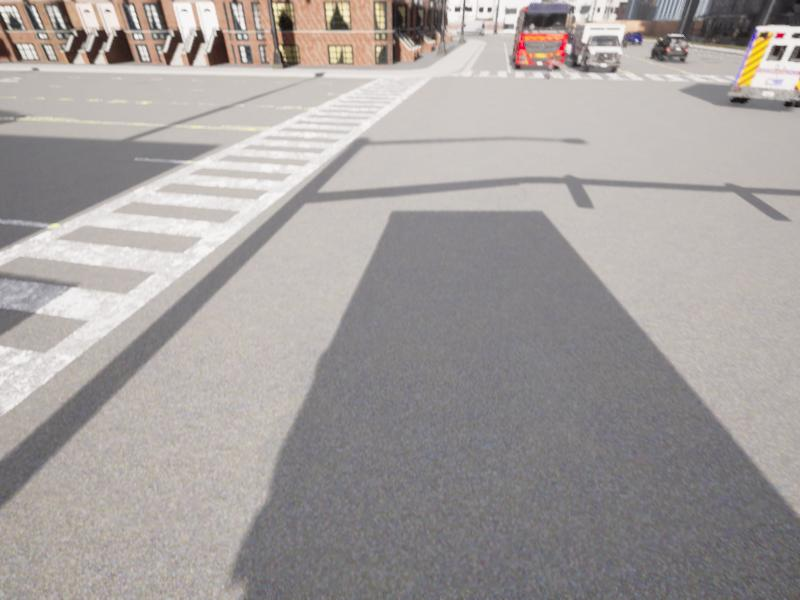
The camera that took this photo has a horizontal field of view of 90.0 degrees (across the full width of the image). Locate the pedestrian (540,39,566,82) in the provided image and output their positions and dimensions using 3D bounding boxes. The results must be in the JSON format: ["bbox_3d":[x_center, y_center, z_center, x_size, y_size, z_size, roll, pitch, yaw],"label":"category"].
[{"bbox_3d":[7.878,-12.403,20.699,0.751,1.860,0.751,1,35,1],"label":"pedestrian"}]

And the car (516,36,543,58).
[{"bbox_3d":[11.485,-22.677,35.769,1.837,1.490,4.892,7,35,10],"label":"car"}]

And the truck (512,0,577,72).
[{"bbox_3d":[9.522,-18.240,27.383,2.891,3.827,8.468,7,35,10],"label":"truck"}]

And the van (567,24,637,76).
[{"bbox_3d":[12.548,-16.068,25.475,2.351,2.431,6.366,7,36,10],"label":"van"}]

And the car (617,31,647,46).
[{"bbox_3d":[29.742,-33.628,51.415,1.812,1.442,4.674,5,35,7],"label":"car"}]

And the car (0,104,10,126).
[{"bbox_3d":[-15.072,-5.960,11.915,4.974,1.542,2.038,6,35,10],"label":"car"}]

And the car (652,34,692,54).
[{"bbox_3d":[26.716,-25.278,39.435,1.970,1.475,3.806,7,35,10],"label":"car"}]

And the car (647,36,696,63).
[{"bbox_3d":[21.072,-19.584,31.235,1.789,1.549,3.705,7,36,10],"label":"car"}]

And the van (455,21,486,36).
[{"bbox_3d":[14.720,-56.720,83.600,5.915,2.561,1.988,20,39,26],"label":"van"}]

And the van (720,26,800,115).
[{"bbox_3d":[14.843,-9.016,15.355,2.351,2.431,6.366,28,43,33],"label":"van"}]

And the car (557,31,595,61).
[{"bbox_3d":[14.373,-20.951,32.939,1.932,1.855,4.605,7,36,10],"label":"car"}]
